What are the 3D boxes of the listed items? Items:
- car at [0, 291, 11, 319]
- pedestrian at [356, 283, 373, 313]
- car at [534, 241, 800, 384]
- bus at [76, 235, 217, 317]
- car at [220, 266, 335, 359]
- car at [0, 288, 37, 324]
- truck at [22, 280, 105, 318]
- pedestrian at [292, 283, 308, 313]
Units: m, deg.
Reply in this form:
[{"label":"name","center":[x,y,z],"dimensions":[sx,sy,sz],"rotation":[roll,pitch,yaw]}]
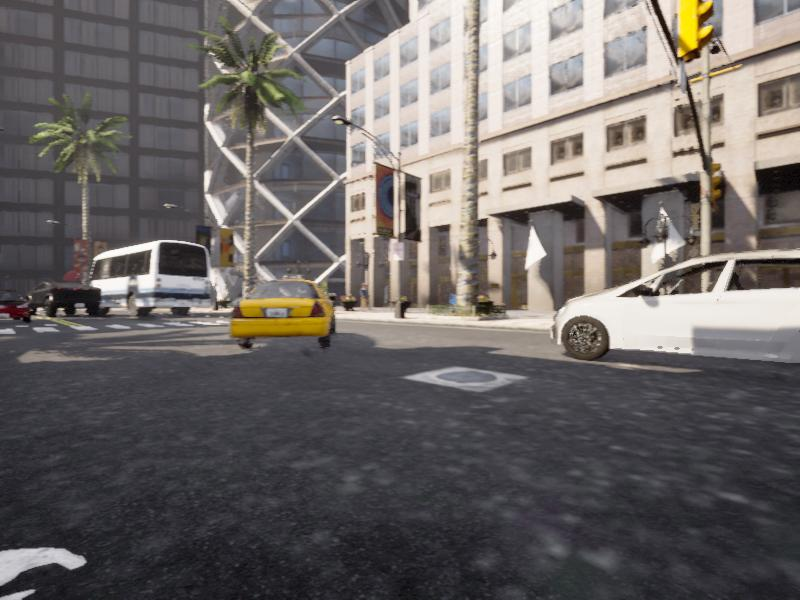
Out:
[{"label":"car","center":[-23.540,0.264,22.095],"dimensions":[3.806,1.475,1.970],"rotation":[0,0,30]},{"label":"pedestrian","center":[-2.252,-0.133,25.460],"dimensions":[0.751,1.860,0.751],"rotation":[0,0,-44]},{"label":"car","center":[4.761,0.146,6.135],"dimensions":[4.611,1.667,2.242],"rotation":[0,0,44]},{"label":"bus","center":[-16.323,-1.143,25.407],"dimensions":[10.273,4.253,3.944],"rotation":[-1,-2,36]},{"label":"car","center":[-2.534,0.196,9.561],"dimensions":[1.801,1.575,5.366],"rotation":[0,0,-8]},{"label":"car","center":[-18.472,0.259,18.305],"dimensions":[4.792,1.488,2.163],"rotation":[0,0,40]},{"label":"truck","center":[-20.758,-0.052,24.552],"dimensions":[6.274,2.098,2.390],"rotation":[0,0,35]},{"label":"pedestrian","center":[-6.462,-0.128,25.776],"dimensions":[0.751,1.860,0.751],"rotation":[0,0,-37]}]
